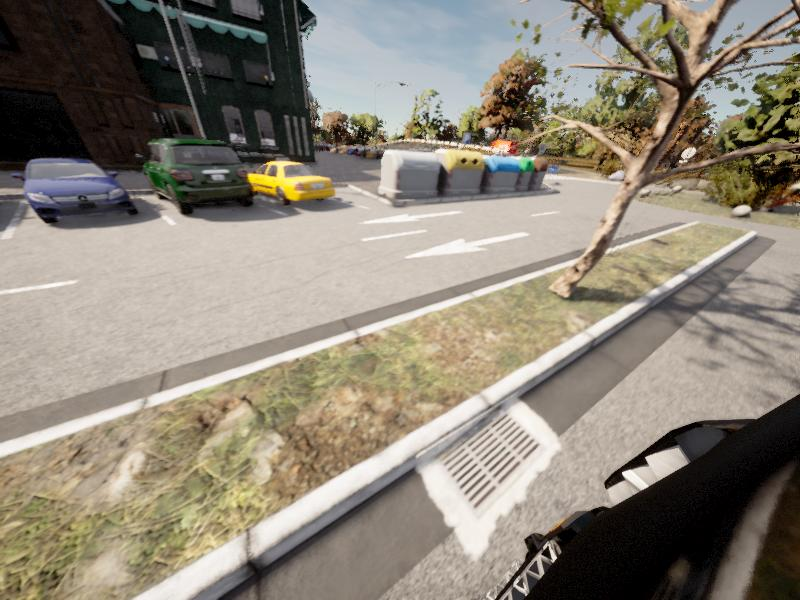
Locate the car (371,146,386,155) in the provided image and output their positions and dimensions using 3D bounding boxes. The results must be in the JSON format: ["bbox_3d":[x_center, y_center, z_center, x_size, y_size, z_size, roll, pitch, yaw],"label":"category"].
[{"bbox_3d":[-6.424,-44.639,69.117,1.878,1.987,4.442,28,38,31],"label":"car"}]

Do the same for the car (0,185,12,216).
[{"bbox_3d":[-12.712,-2.889,5.907,5.008,1.535,2.097,26,39,32],"label":"car"}]

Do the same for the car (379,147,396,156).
[{"bbox_3d":[-3.584,-41.481,64.751,2.185,1.767,4.553,28,39,31],"label":"car"}]

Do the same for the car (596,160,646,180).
[{"bbox_3d":[28.165,-16.690,29.599,1.851,1.617,3.988,-13,39,-25],"label":"car"}]

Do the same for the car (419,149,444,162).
[{"bbox_3d":[6.817,-31.030,49.593,2.435,2.045,5.566,28,38,31],"label":"car"}]

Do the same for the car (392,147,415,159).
[{"bbox_3d":[0.907,-37.073,58.238,2.435,2.045,5.566,28,38,31],"label":"car"}]

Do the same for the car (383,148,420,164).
[{"bbox_3d":[0.249,-18.754,30.153,2.231,1.521,4.892,27,40,32],"label":"car"}]

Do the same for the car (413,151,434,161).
[{"bbox_3d":[5.283,-32.319,51.869,2.231,1.521,4.892,28,38,31],"label":"car"}]

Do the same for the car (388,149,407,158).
[{"bbox_3d":[-0.632,-38.325,60.509,2.163,1.488,4.792,28,39,31],"label":"car"}]

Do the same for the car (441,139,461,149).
[{"bbox_3d":[11.638,-35.923,53.141,2.007,1.525,4.514,-14,41,-26],"label":"car"}]

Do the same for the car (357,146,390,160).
[{"bbox_3d":[-4.082,-23.190,36.498,2.231,1.521,4.892,27,40,32],"label":"car"}]

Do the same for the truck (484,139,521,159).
[{"bbox_3d":[18.823,-27.990,42.784,2.627,2.467,5.204,-14,41,-26],"label":"truck"}]

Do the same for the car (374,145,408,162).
[{"bbox_3d":[-1.207,-20.330,32.183,2.185,1.767,4.553,27,40,32],"label":"car"}]

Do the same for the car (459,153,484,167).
[{"bbox_3d":[12.709,-24.882,41.016,2.185,1.767,4.553,28,39,31],"label":"car"}]

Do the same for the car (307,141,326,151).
[{"bbox_3d":[-22.938,-42.566,63.807,1.878,1.987,4.442,28,40,31],"label":"car"}]

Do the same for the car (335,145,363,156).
[{"bbox_3d":[-9.868,-29.112,44.969,2.097,1.535,5.008,28,40,31],"label":"car"}]

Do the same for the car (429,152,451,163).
[{"bbox_3d":[8.232,-29.260,47.541,2.163,1.488,4.792,28,39,31],"label":"car"}]

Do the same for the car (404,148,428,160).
[{"bbox_3d":[3.818,-34.030,53.876,2.435,2.045,5.566,28,39,31],"label":"car"}]

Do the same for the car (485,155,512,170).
[{"bbox_3d":[15.626,-21.839,36.654,2.185,1.767,4.553,28,38,31],"label":"car"}]

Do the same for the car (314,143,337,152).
[{"bbox_3d":[-18.544,-37.987,57.667,2.231,1.521,4.892,28,40,31],"label":"car"}]

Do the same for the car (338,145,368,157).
[{"bbox_3d":[-8.534,-27.559,42.724,1.946,1.575,5.366,28,40,31],"label":"car"}]

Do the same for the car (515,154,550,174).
[{"bbox_3d":[18.621,-18.947,32.306,2.435,2.045,5.566,28,38,31],"label":"car"}]

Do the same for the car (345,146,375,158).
[{"bbox_3d":[-6.968,-26.149,40.730,2.097,1.535,5.008,27,40,32],"label":"car"}]

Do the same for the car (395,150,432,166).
[{"bbox_3d":[1.697,-17.245,28.061,2.002,1.452,4.674,28,40,31],"label":"car"}]

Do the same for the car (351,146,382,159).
[{"bbox_3d":[-5.544,-24.635,38.613,2.163,1.488,4.792,28,40,31],"label":"car"}]

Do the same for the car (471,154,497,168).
[{"bbox_3d":[14.194,-23.370,38.854,2.185,1.767,4.553,28,39,31],"label":"car"}]

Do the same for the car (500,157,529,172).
[{"bbox_3d":[17.120,-20.233,34.582,2.231,1.521,4.892,28,39,31],"label":"car"}]

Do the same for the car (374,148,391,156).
[{"bbox_3d":[-5.030,-42.894,66.999,2.231,1.521,4.892,28,39,31],"label":"car"}]

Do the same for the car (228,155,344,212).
[{"bbox_3d":[-4.995,-5.202,9.924,5.366,1.575,1.946,26,40,32],"label":"car"}]

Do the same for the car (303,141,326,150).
[{"bbox_3d":[-24.297,-44.126,66.008,2.435,2.045,5.566,27,40,32],"label":"car"}]

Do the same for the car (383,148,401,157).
[{"bbox_3d":[-2.096,-39.968,62.589,2.185,1.767,4.553,28,38,31],"label":"car"}]

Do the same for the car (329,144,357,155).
[{"bbox_3d":[-11.424,-30.517,46.956,1.946,1.575,5.366,28,40,31],"label":"car"}]

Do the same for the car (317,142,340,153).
[{"bbox_3d":[-17.108,-36.599,55.458,2.185,1.767,4.553,27,40,32],"label":"car"}]

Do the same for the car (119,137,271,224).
[{"bbox_3d":[-7.489,-4.595,8.396,5.566,2.045,2.435,26,40,32],"label":"car"}]

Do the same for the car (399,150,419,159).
[{"bbox_3d":[2.228,-35.274,56.063,1.946,1.575,5.366,28,39,31],"label":"car"}]

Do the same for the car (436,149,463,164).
[{"bbox_3d":[9.734,-27.986,45.230,2.435,2.045,5.566,28,39,31],"label":"car"}]

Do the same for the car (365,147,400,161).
[{"bbox_3d":[-2.523,-21.791,34.509,1.946,1.575,5.366,27,40,32],"label":"car"}]

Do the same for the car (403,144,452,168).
[{"bbox_3d":[3.147,-15.995,25.764,2.435,2.045,5.566,28,40,31],"label":"car"}]

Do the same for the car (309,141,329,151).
[{"bbox_3d":[-21.493,-41.086,61.691,1.878,1.987,4.442,28,40,31],"label":"car"}]

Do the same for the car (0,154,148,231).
[{"bbox_3d":[-10.090,-3.598,7.239,4.674,1.452,2.002,26,39,32],"label":"car"}]

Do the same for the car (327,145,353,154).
[{"bbox_3d":[-12.746,-32.057,49.237,2.163,1.488,4.792,27,40,32],"label":"car"}]
